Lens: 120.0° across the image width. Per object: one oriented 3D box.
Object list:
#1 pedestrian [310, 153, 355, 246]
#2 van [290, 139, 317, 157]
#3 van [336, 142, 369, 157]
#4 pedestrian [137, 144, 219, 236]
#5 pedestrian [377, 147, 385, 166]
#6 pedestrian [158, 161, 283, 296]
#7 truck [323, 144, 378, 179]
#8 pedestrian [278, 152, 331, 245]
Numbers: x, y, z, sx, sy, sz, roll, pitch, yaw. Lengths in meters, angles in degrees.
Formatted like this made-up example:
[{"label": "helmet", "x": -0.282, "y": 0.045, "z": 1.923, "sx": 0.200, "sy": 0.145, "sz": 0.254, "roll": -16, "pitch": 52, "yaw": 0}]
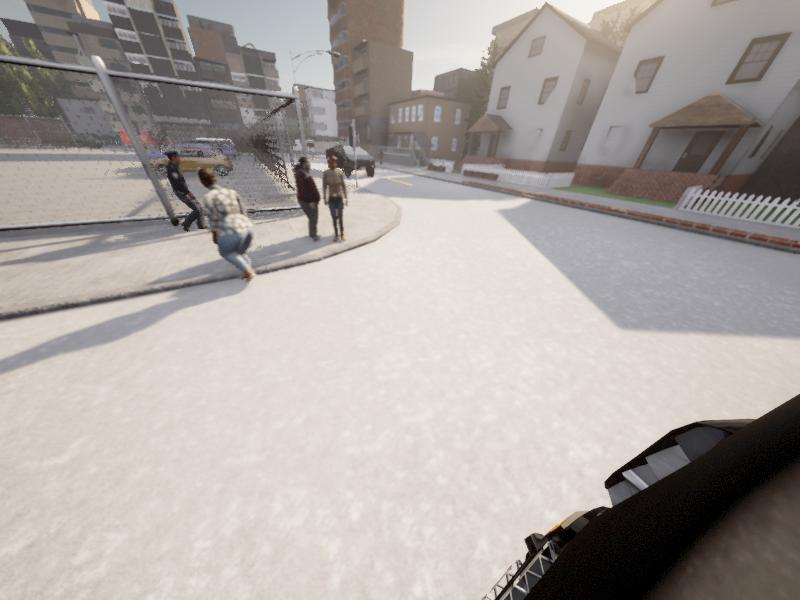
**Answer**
[{"label": "pedestrian", "x": -1.495, "y": -2.308, "z": 5.399, "sx": 0.751, "sy": 1.860, "sz": 0.751, "roll": -4, "pitch": 34, "yaw": -10}, {"label": "van", "x": -18.096, "y": -28.609, "z": 43.322, "sx": 1.988, "sy": 2.561, "sz": 5.915, "roll": -27, "pitch": 44, "yaw": -37}, {"label": "van", "x": -10.255, "y": -32.847, "z": 50.408, "sx": 6.366, "sy": 2.431, "sz": 2.351, "roll": -17, "pitch": 38, "yaw": -27}, {"label": "pedestrian", "x": -5.236, "y": -2.644, "z": 5.615, "sx": 0.751, "sy": 1.860, "sz": 0.751, "roll": -17, "pitch": 39, "yaw": -28}, {"label": "pedestrian", "x": -2.313, "y": -17.466, "z": 28.150, "sx": 0.751, "sy": 1.860, "sz": 0.751, "roll": 29, "pitch": 42, "yaw": 34}, {"label": "pedestrian", "x": -2.656, "y": -1.104, "z": 3.684, "sx": 0.751, "sy": 1.860, "sz": 0.751, "roll": 11, "pitch": 34, "yaw": 12}, {"label": "truck", "x": -4.287, "y": -11.775, "z": 19.448, "sx": 2.390, "sy": 2.098, "sz": 6.274, "roll": -16, "pitch": 38, "yaw": -26}, {"label": "pedestrian", "x": -2.116, "y": -2.325, "z": 5.377, "sx": 0.751, "sy": 1.860, "sz": 0.751, "roll": -5, "pitch": 34, "yaw": -11}]
